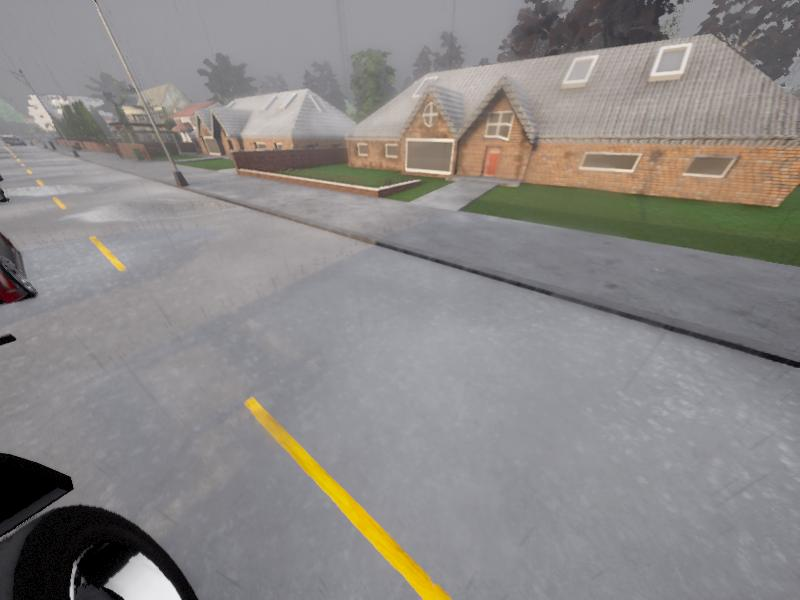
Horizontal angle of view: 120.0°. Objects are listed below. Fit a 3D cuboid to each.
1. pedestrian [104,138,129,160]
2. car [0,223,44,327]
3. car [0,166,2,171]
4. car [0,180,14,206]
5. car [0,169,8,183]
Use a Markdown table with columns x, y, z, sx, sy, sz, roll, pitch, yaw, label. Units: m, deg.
| x | y | z | sx | sy | sz | roll | pitch | yaw | label |
| --- | --- | --- | --- | --- | --- | --- | --- | --- | --- |
| -28.939 | -15.395 | 23.612 | 0.751 | 1.860 | 0.751 | -25 | 42 | -31 | pedestrian |
| -7.805 | -0.599 | 3.494 | 4.181 | 1.385 | 1.994 | 22 | 41 | 28 | car |
| -32.260 | -10.622 | 17.375 | 4.193 | 1.474 | 1.816 | 22 | 41 | 28 | car |
| -17.584 | -4.655 | 9.013 | 4.514 | 1.525 | 2.007 | 22 | 41 | 28 | car |
| -24.892 | -7.637 | 13.170 | 4.514 | 1.525 | 2.007 | 22 | 41 | 28 | car |
